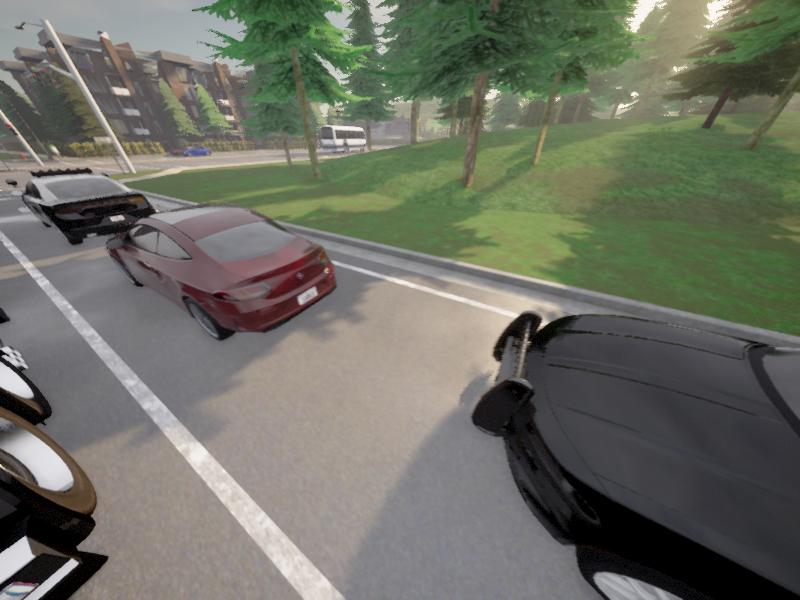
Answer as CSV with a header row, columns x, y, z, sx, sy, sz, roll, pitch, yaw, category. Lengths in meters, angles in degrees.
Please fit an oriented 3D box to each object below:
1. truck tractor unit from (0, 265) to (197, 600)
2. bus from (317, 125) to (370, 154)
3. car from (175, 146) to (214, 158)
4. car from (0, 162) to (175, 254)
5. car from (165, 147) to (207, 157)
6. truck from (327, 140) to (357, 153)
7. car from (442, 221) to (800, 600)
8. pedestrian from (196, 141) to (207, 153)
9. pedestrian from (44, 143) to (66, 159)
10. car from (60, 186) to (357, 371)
x,y,z,sx,sy,sz,roll,pitch,yaw,category
-5.120,-0.288,0.790,6.516,4.208,3.053,18,39,24,truck tractor unit
-10.696,-31.483,45.501,3.944,4.253,10.273,18,39,24,bus
-33.667,-24.409,37.943,1.816,1.474,4.193,18,39,24,car
-9.608,-3.033,6.975,5.238,1.638,1.930,18,39,25,car
-36.562,-25.464,39.633,1.895,1.301,4.718,18,39,24,car
-12.294,-32.887,49.408,2.390,2.098,6.274,18,39,24,truck
3.065,1.142,0.901,5.238,1.638,1.930,18,39,24,car
-39.726,-30.570,46.175,0.751,1.860,0.751,18,39,24,pedestrian
-46.719,-20.164,31.275,0.751,1.860,0.751,14,37,20,pedestrian
-3.237,-0.849,3.972,4.674,1.442,1.812,18,39,24,car
